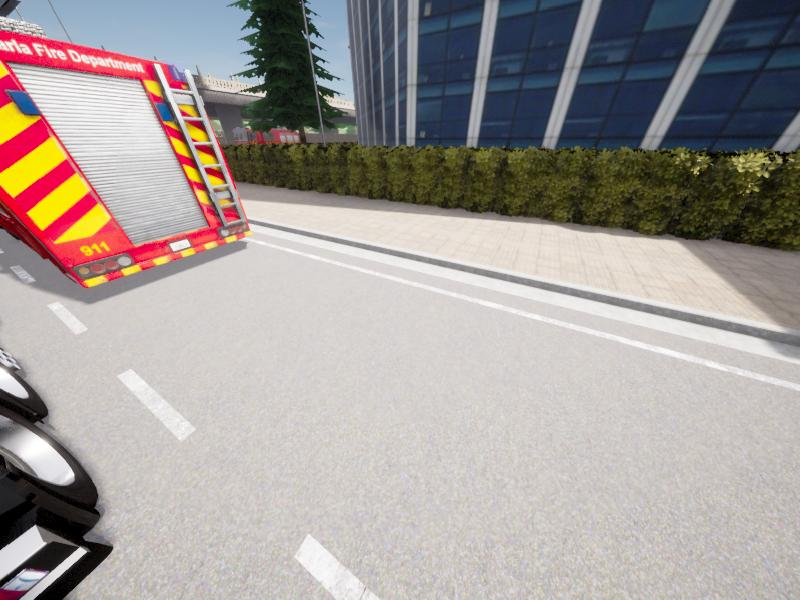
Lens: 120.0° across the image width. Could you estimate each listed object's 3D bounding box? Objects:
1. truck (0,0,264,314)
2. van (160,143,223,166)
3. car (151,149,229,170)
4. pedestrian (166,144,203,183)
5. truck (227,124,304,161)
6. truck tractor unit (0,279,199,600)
[{"bbox_3d":[-7.825,-3.227,5.344,8.468,3.827,2.891,17,38,23],"label":"truck"},{"bbox_3d":[-22.971,-16.263,25.683,1.775,1.987,4.442,17,38,23],"label":"van"},{"bbox_3d":[-20.748,-14.176,23.187,2.033,1.411,5.357,17,38,23],"label":"car"},{"bbox_3d":[-12.504,-7.942,13.459,0.751,1.860,0.751,22,41,29],"label":"pedestrian"},{"bbox_3d":[-18.212,-22.055,32.353,2.891,3.827,8.468,17,38,23],"label":"truck"},{"bbox_3d":[-5.136,-0.274,0.741,6.516,4.208,3.053,17,39,23],"label":"truck tractor unit"}]
